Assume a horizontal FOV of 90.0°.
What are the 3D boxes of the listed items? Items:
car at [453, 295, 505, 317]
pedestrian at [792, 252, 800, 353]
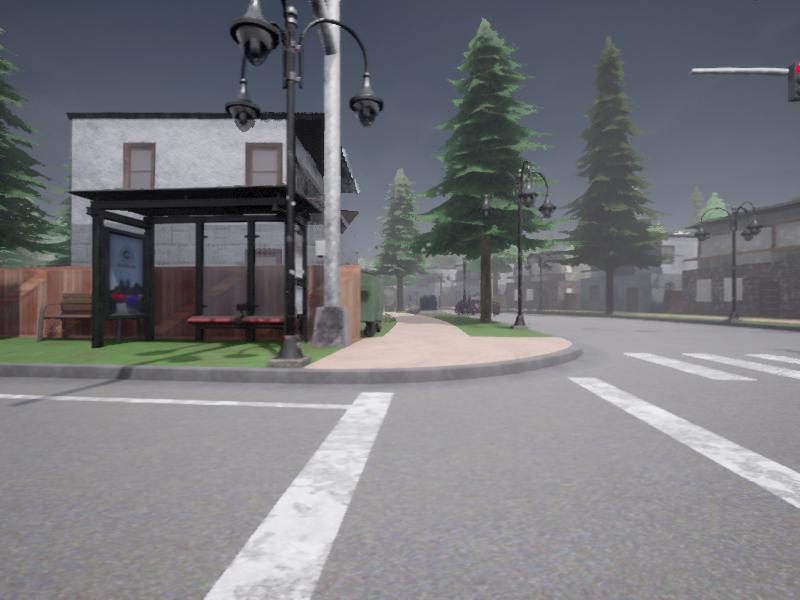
[{"bbox_3d":[5.308,0.361,27.431,1.994,1.385,4.181,0,0,-12],"label":"car"},{"bbox_3d":[7.789,0.046,7.183,0.751,1.860,0.751,0,0,2],"label":"pedestrian"}]
